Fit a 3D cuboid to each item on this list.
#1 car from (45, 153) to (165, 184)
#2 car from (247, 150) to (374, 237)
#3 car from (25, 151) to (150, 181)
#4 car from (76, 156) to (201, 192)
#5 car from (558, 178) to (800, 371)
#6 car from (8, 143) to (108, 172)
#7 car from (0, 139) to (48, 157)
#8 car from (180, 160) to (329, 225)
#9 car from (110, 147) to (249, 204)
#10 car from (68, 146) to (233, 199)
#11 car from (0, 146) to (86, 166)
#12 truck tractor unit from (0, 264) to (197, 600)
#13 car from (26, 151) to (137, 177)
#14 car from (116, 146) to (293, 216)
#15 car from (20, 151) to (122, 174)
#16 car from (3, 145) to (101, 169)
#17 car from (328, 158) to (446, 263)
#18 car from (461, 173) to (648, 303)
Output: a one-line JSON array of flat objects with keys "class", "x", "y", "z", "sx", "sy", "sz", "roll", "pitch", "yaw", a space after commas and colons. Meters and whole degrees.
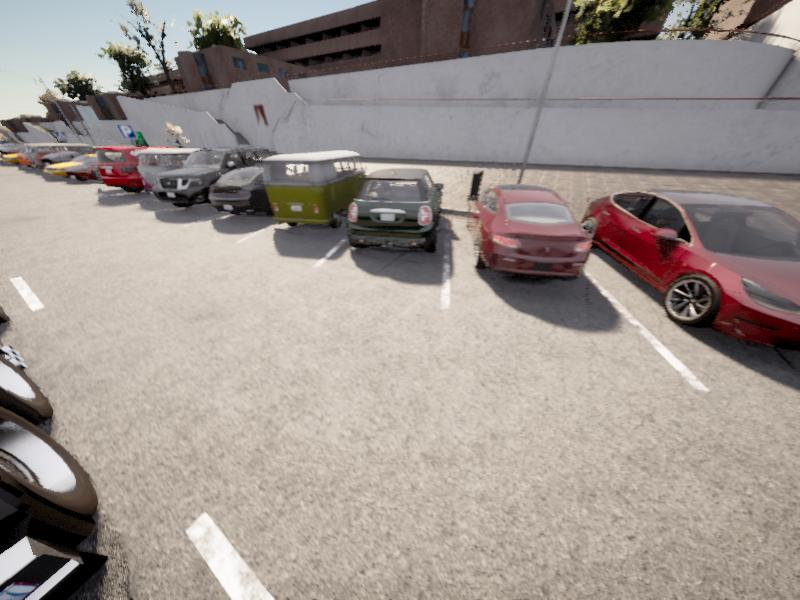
[{"class": "car", "x": -20.563, "y": -9.552, "z": 16.545, "sx": 2.163, "sy": 1.488, "sz": 4.792, "roll": 6, "pitch": 35, "yaw": 8}, {"class": "car", "x": -2.457, "y": -3.915, "z": 7.914, "sx": 1.878, "sy": 1.987, "sz": 4.442, "roll": 6, "pitch": 35, "yaw": 8}, {"class": "car", "x": -23.170, "y": -10.351, "z": 17.621, "sx": 1.946, "sy": 1.575, "sz": 5.366, "roll": 6, "pitch": 35, "yaw": 8}, {"class": "car", "x": -15.393, "y": -7.854, "z": 14.120, "sx": 2.002, "sy": 1.452, "sz": 4.674, "roll": 6, "pitch": 35, "yaw": 8}, {"class": "car", "x": 5.291, "y": -1.087, "z": 4.236, "sx": 2.163, "sy": 1.488, "sz": 4.792, "roll": 6, "pitch": 35, "yaw": 8}, {"class": "car", "x": -30.905, "y": -13.168, "z": 21.200, "sx": 1.878, "sy": 1.987, "sz": 4.442, "roll": 7, "pitch": 35, "yaw": 8}, {"class": "car", "x": -56.720, "y": -22.029, "z": 33.396, "sx": 2.435, "sy": 2.045, "sz": 5.566, "roll": 6, "pitch": 35, "yaw": 8}, {"class": "car", "x": -5.060, "y": -4.504, "z": 9.173, "sx": 2.231, "sy": 1.521, "sz": 4.892, "roll": 6, "pitch": 35, "yaw": 8}, {"class": "car", "x": -10.237, "y": -6.316, "z": 11.417, "sx": 1.878, "sy": 1.987, "sz": 4.442, "roll": 6, "pitch": 35, "yaw": 8}, {"class": "car", "x": -12.805, "y": -7.264, "z": 12.754, "sx": 2.435, "sy": 2.045, "sz": 5.566, "roll": 6, "pitch": 35, "yaw": 8}, {"class": "car", "x": -38.678, "y": -15.579, "z": 24.899, "sx": 1.946, "sy": 1.575, "sz": 5.366, "roll": 7, "pitch": 35, "yaw": 8}, {"class": "truck tractor unit", "x": -5.113, "y": -0.300, "z": 0.781, "sx": 6.516, "sy": 4.208, "sz": 3.053, "roll": 18, "pitch": 39, "yaw": 24}, {"class": "car", "x": -25.728, "y": -11.305, "z": 19.037, "sx": 2.163, "sy": 1.488, "sz": 4.792, "roll": 6, "pitch": 35, "yaw": 8}, {"class": "car", "x": -7.639, "y": -5.543, "z": 10.243, "sx": 2.435, "sy": 2.045, "sz": 5.566, "roll": 6, "pitch": 35, "yaw": 8}, {"class": "car", "x": -28.317, "y": -12.146, "z": 20.231, "sx": 2.002, "sy": 1.452, "sz": 4.674, "roll": 6, "pitch": 35, "yaw": 8}, {"class": "car", "x": -33.488, "y": -14.011, "z": 22.541, "sx": 2.185, "sy": 1.767, "sz": 4.553, "roll": 6, "pitch": 35, "yaw": 8}, {"class": "car", "x": 0.102, "y": -2.907, "z": 6.619, "sx": 2.185, "sy": 1.767, "sz": 4.553, "roll": 6, "pitch": 35, "yaw": 8}, {"class": "car", "x": 2.688, "y": -1.942, "z": 5.503, "sx": 2.002, "sy": 1.452, "sz": 4.674, "roll": 6, "pitch": 35, "yaw": 8}]
